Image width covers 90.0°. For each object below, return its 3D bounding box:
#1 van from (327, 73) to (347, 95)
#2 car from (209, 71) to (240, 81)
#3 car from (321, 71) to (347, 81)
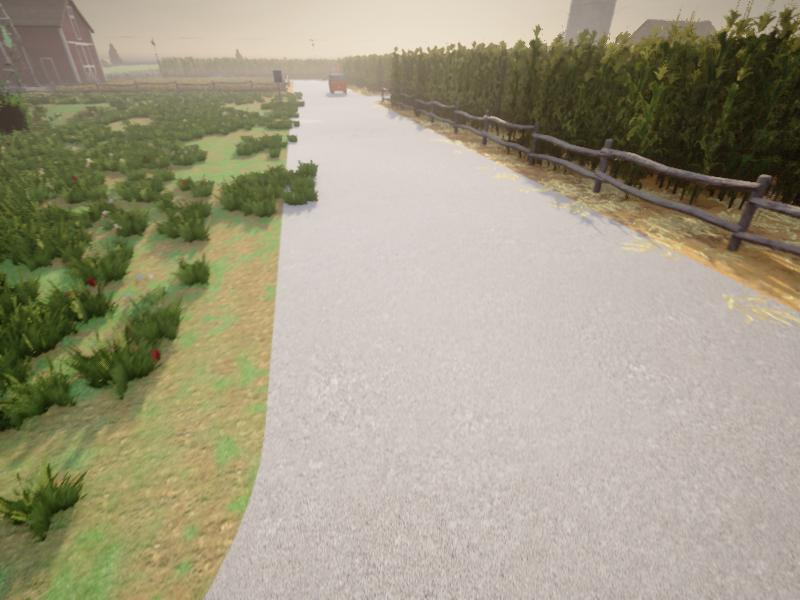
[{"bbox_3d":[-7.223,-24.821,45.853,1.775,1.987,4.442,-6,31,-11],"label":"van"},{"bbox_3d":[-33.314,-42.654,76.242,4.974,1.542,2.038,-6,31,-11],"label":"car"},{"bbox_3d":[-13.063,-44.537,79.576,2.242,1.667,4.611,24,38,34],"label":"car"}]
